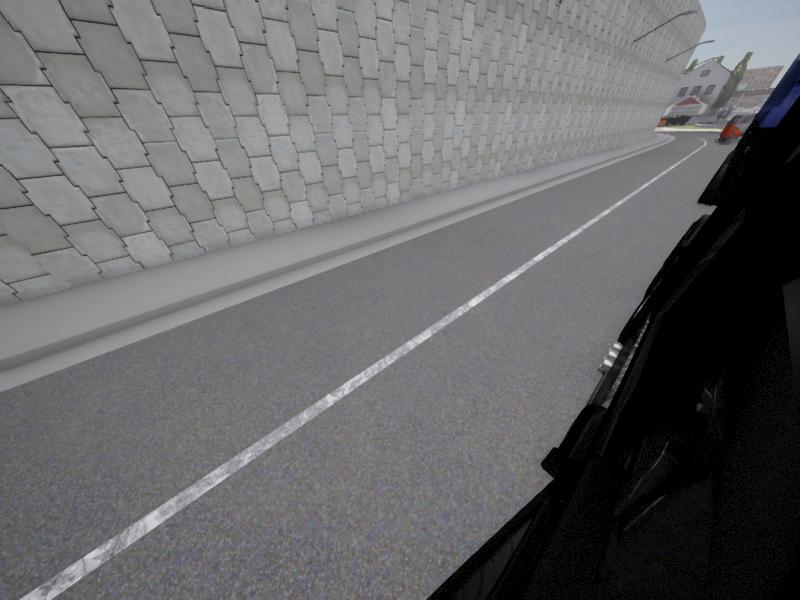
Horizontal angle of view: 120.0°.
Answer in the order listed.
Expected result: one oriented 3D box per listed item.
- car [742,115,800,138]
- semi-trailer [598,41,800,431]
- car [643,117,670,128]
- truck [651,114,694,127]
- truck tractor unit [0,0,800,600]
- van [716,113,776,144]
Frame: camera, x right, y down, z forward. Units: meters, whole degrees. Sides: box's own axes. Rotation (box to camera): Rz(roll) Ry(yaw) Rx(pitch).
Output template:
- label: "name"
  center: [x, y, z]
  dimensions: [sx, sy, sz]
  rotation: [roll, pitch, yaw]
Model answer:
- label: "car"
  center: [37.737, -17.543, 23.321]
  dimensions: [2.242, 1.667, 4.611]
  rotation: [22, 43, 29]
- label: "semi-trailer"
  center: [8.700, -3.604, 4.226]
  dimensions: [14.254, 4.402, 2.717]
  rotation: [-28, 44, -30]
- label: "car"
  center: [53.580, -37.079, 48.271]
  dimensions: [4.553, 1.767, 2.097]
  rotation: [-21, 41, -23]
- label: "truck"
  center: [61.920, -40.944, 52.649]
  dimensions: [6.274, 2.098, 2.390]
  rotation: [-4, 37, -2]
- label: "truck tractor unit"
  center: [2.645, -0.295, 0.351]
  dimensions: [6.516, 4.208, 3.053]
  rotation: [-28, 44, -30]
- label: "van"
  center: [29.405, -14.727, 19.811]
  dimensions: [1.775, 1.987, 4.442]
  rotation: [29, 47, 35]
